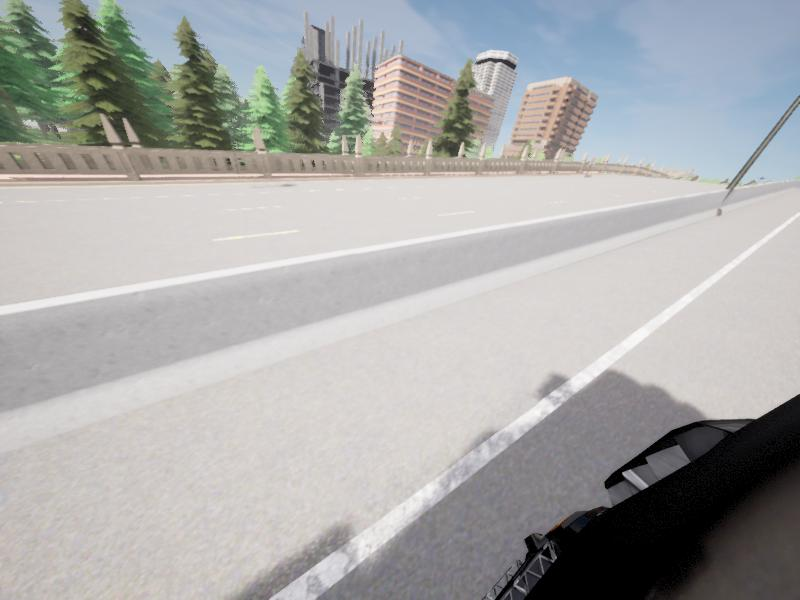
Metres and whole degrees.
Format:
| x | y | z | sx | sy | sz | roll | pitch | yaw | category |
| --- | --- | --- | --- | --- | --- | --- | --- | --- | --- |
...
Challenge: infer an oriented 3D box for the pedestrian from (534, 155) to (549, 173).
| x | y | z | sx | sy | sz | roll | pitch | yaw | category |
| --- | --- | --- | --- | --- | --- | --- | --- | --- | --- |
| 17.942 | -17.219 | 29.346 | 0.751 | 1.860 | 0.751 | -9 | 35 | -30 | pedestrian |
